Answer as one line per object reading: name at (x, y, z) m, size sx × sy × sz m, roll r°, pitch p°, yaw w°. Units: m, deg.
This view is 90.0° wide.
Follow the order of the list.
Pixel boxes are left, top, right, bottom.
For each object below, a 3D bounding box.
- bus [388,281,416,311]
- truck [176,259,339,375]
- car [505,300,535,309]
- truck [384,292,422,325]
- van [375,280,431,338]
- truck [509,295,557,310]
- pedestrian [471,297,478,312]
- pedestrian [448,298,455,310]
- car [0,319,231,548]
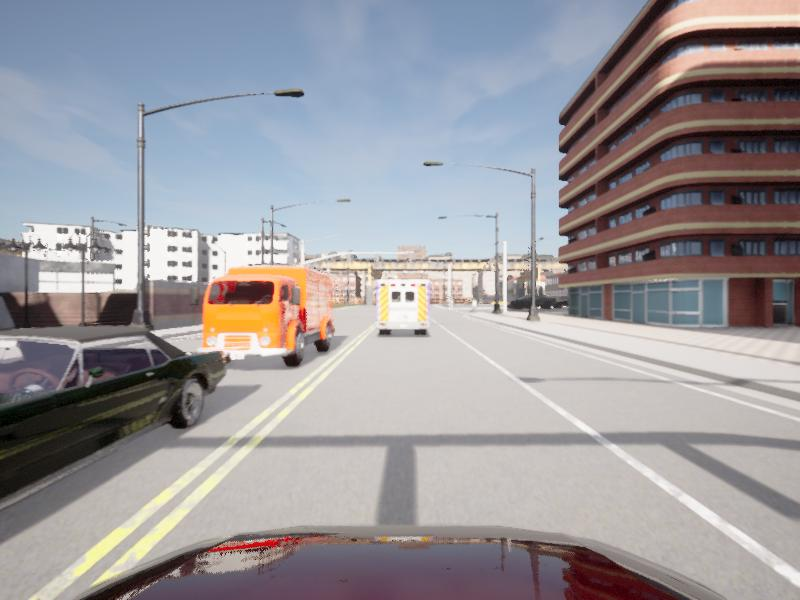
bus at (0.407, -0.577, 62.468) m, size 3.944 × 4.253 × 10.273 m, roll -1°, pitch 0°, yaw 1°
truck at (-3.432, 0.352, 11.117) m, size 2.627 × 2.467 × 5.204 m, roll 0°, pitch 0°, yaw 1°
car at (18.876, 0.743, 63.143) m, size 4.181 × 1.385 × 1.994 m, roll -1°, pitch 0°, yaw 2°
truck at (0.230, 0.532, 27.993) m, size 2.390 × 2.098 × 6.274 m, roll 0°, pitch 0°, yaw 1°
van at (0.154, 0.370, 19.754) m, size 2.351 × 2.431 × 6.366 m, roll 0°, pitch 0°, yaw 1°
truck at (19.747, 0.364, 59.616) m, size 6.274 × 2.098 × 2.390 m, roll -1°, pitch 0°, yaw 2°
pedestrian at (9.419, 0.565, 50.743) m, size 0.751 × 1.860 × 0.751 m, roll 0°, pitch 0°, yaw -3°
pedestrian at (7.938, 0.563, 61.916) m, size 0.751 × 1.860 × 0.751 m, roll 0°, pitch 0°, yaw -17°
car at (-3.505, 0.942, 3.661) m, size 1.895 × 1.301 × 4.718 m, roll 0°, pitch 0°, yaw 1°
